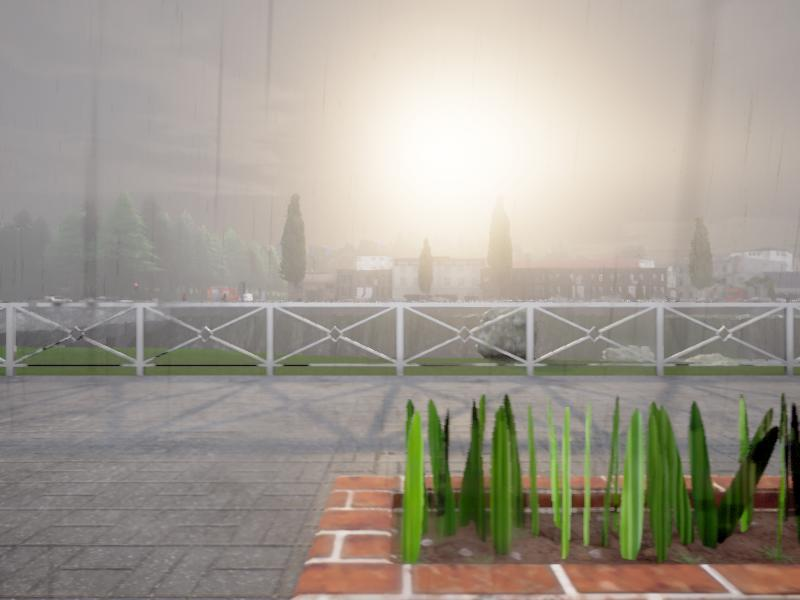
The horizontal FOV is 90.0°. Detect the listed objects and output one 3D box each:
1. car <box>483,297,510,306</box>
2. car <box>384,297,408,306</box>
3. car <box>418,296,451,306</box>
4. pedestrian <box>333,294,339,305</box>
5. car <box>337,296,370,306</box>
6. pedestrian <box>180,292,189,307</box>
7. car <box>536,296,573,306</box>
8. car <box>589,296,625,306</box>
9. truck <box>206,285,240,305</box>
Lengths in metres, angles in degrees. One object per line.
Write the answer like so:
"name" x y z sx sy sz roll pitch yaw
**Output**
"car" 15.493 0.246 64.350 3.806 1.475 1.970 0 0 0
"car" -0.694 0.254 64.353 3.806 1.475 1.970 0 0 0
"car" 5.496 0.169 64.353 5.238 1.638 1.930 0 0 0
"pedestrian" -10.738 -0.062 66.802 0.751 1.860 0.751 0 0 14
"car" -7.501 0.184 64.353 5.027 1.651 2.152 0 0 0
"pedestrian" -27.841 -0.050 51.613 0.751 1.860 0.751 0 0 0
"car" 24.834 0.159 64.345 5.238 1.638 1.930 0 0 0
"car" 33.250 0.152 64.345 4.856 1.649 2.033 0 0 0
"truck" -35.127 -0.908 79.837 2.891 3.827 8.468 0 0 0
